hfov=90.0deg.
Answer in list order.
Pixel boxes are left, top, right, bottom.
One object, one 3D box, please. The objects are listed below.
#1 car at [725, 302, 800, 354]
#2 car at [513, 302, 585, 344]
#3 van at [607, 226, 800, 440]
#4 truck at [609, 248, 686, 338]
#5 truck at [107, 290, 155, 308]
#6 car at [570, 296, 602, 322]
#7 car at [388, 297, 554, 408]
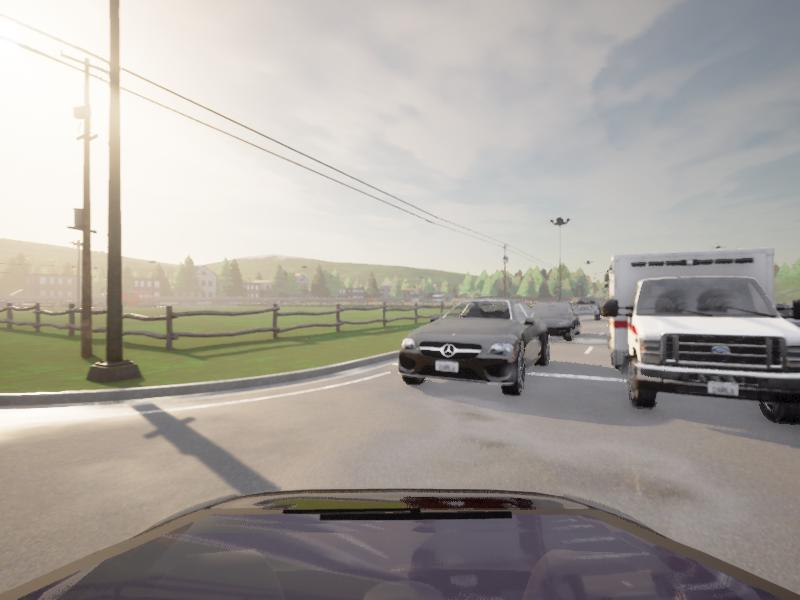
[{"bbox_3d":[12.500,0.839,13.472,1.845,1.501,3.633,0,0,30],"label":"car"},{"bbox_3d":[6.532,0.862,17.136,2.163,1.488,4.792,0,0,30],"label":"car"},{"bbox_3d":[5.351,0.384,7.710,2.351,2.431,6.366,0,0,27],"label":"van"},{"bbox_3d":[12.968,-0.307,21.365,2.891,3.827,8.468,0,0,30],"label":"truck"},{"bbox_3d":[-59.741,-0.306,89.163,2.891,3.827,8.468,0,0,30],"label":"truck"},{"bbox_3d":[14.765,0.677,31.573,1.932,1.855,4.605,0,-1,30],"label":"car"},{"bbox_3d":[1.906,0.786,8.712,2.152,1.651,5.027,0,0,27],"label":"car"}]
